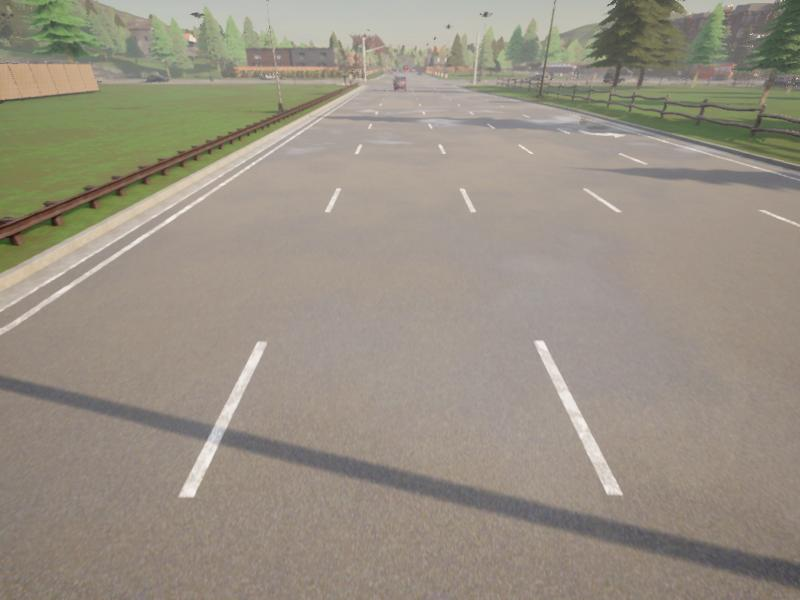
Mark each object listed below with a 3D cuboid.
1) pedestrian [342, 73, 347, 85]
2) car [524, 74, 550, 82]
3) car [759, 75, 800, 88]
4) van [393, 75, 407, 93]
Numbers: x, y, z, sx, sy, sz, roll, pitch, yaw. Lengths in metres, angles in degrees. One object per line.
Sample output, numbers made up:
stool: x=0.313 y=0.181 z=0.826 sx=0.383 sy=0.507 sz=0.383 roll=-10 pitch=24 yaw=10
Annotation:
pedestrian: x=-9.981 y=-40.082 z=72.533 sx=0.751 sy=1.860 sz=0.751 roll=-3 pitch=31 yaw=-5
car: x=29.936 y=-48.461 z=87.255 sx=4.892 sy=1.490 sz=1.837 roll=0 pitch=30 yaw=1
car: x=61.300 y=-35.315 z=64.681 sx=2.033 sy=1.649 sz=4.856 roll=0 pitch=30 yaw=0
van: x=0.035 y=-28.870 z=53.315 sx=1.775 sy=1.987 sz=4.442 roll=0 pitch=30 yaw=0
